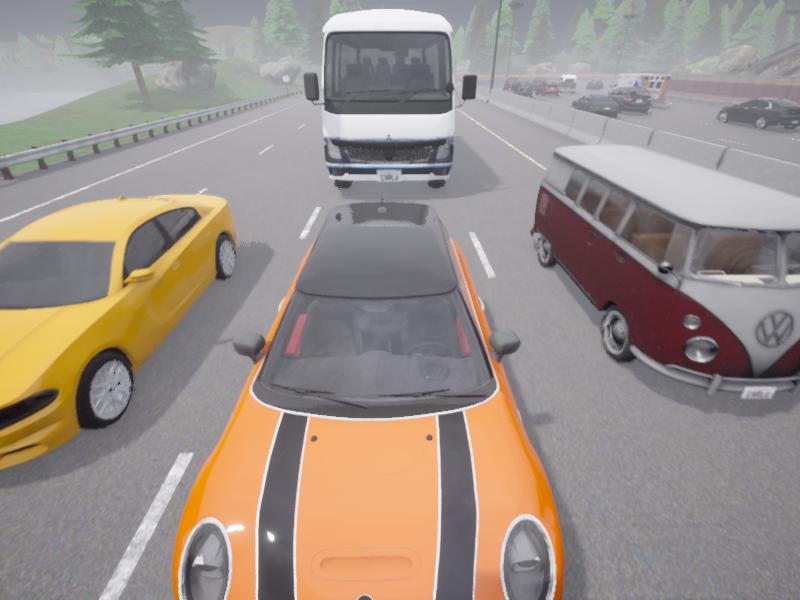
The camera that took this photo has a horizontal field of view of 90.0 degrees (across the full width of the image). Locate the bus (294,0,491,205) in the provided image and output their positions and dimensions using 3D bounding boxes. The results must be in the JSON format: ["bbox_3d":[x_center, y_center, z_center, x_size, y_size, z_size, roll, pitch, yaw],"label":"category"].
[{"bbox_3d":[-0.205,-6.822,13.441,3.944,4.253,10.273,0,30,-1],"label":"bus"}]

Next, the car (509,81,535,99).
[{"bbox_3d":[13.437,-23.295,44.270,1.789,1.549,3.705,1,30,2],"label":"car"}]

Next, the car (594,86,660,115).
[{"bbox_3d":[16.950,-15.156,30.249,2.242,1.667,4.611,0,30,-1],"label":"car"}]

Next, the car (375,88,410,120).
[{"bbox_3d":[-0.499,-13.555,27.500,2.242,1.667,4.611,0,30,0],"label":"car"}]

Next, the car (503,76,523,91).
[{"bbox_3d":[16.183,-30.897,57.031,2.097,1.767,4.553,10,32,17],"label":"car"}]

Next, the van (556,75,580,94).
[{"bbox_3d":[21.561,-27.802,51.504,2.069,2.038,4.480,7,31,12],"label":"van"}]

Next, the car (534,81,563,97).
[{"bbox_3d":[17.098,-24.482,46.329,2.007,1.525,4.514,2,30,4],"label":"car"}]

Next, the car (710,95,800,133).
[{"bbox_3d":[20.555,-10.697,22.811,1.837,1.490,4.892,0,30,-1],"label":"car"}]

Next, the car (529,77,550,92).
[{"bbox_3d":[20.083,-31.005,57.467,2.242,1.667,4.611,12,32,19],"label":"car"}]

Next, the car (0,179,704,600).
[{"bbox_3d":[-0.180,0.375,3.577,2.097,1.767,4.553,0,30,-1],"label":"car"}]

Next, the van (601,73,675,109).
[{"bbox_3d":[20.390,-18.240,34.774,2.351,2.431,6.366,0,30,-1],"label":"van"}]

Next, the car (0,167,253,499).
[{"bbox_3d":[-3.700,-0.314,5.006,1.882,1.535,5.008,0,30,-1],"label":"car"}]

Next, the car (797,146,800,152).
[{"bbox_3d":[17.181,-5.388,13.651,1.801,1.575,5.366,0,30,-1],"label":"car"}]

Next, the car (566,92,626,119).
[{"bbox_3d":[13.485,-13.564,27.827,1.994,1.385,4.181,0,30,-1],"label":"car"}]

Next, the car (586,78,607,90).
[{"bbox_3d":[29.680,-32.679,60.480,1.970,1.475,3.806,18,35,28],"label":"car"}]

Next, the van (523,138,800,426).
[{"bbox_3d":[3.294,-0.758,5.327,1.775,1.987,4.442,0,30,-1],"label":"van"}]
